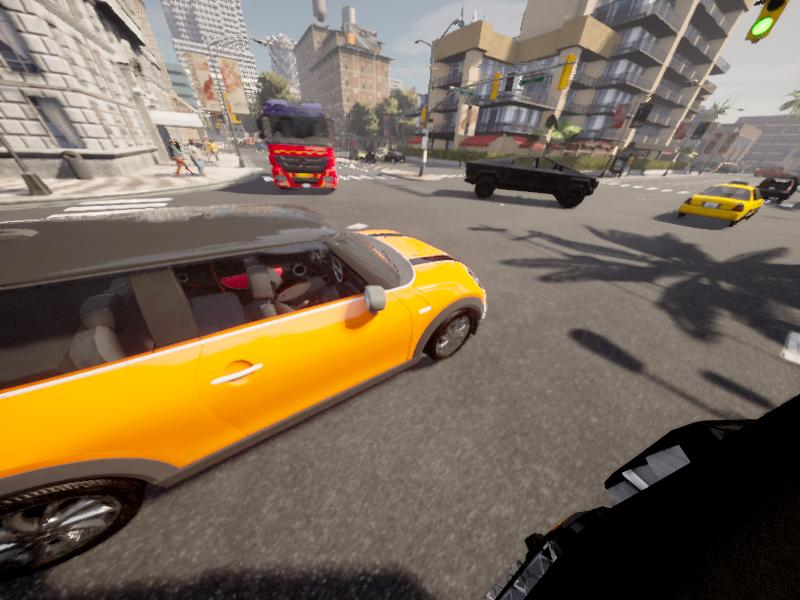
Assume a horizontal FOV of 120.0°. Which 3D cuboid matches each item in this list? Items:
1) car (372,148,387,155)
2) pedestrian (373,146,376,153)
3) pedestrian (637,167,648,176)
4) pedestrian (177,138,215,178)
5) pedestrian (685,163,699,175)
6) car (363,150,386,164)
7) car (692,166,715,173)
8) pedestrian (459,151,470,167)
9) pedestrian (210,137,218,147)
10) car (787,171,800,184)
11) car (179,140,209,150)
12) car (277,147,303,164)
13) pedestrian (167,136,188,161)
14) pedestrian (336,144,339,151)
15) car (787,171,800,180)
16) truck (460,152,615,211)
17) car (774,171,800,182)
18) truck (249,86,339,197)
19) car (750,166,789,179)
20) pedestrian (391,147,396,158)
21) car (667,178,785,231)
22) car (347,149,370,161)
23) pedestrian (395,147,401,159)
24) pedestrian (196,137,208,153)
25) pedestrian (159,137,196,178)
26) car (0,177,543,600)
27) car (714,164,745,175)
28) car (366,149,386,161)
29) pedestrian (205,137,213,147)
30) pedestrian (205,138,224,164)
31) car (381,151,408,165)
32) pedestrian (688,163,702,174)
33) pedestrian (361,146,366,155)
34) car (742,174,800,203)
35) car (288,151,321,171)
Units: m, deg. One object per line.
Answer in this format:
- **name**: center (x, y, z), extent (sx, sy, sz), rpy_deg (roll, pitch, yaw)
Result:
- **car**: center (-5.908, -42.771, 66.469), extent (3.633, 1.501, 1.845), rpy_deg (-17, 38, -27)
- **pedestrian**: center (-8.328, -48.592, 74.423), extent (0.751, 1.860, 0.751), rpy_deg (-15, 38, -25)
- **pedestrian**: center (35.298, -18.739, 33.592), extent (0.500, 1.100, 0.500), rpy_deg (-14, 37, -24)
- **pedestrian**: center (-11.638, -8.126, 13.265), extent (0.751, 1.860, 0.751), rpy_deg (5, 34, 3)
- **pedestrian**: center (54.300, -24.421, 42.942), extent (0.751, 1.860, 0.751), rpy_deg (-16, 38, -26)
- **car**: center (-3.665, -20.525, 33.145), extent (1.789, 1.549, 3.705), rpy_deg (-16, 38, -27)
- **car**: center (79.845, -34.445, 60.843), extent (1.895, 1.301, 4.718), rpy_deg (18, 36, 22)
- **pedestrian**: center (9.133, -20.026, 32.796), extent (0.751, 1.860, 0.751), rpy_deg (-16, 38, -27)
- **pedestrian**: center (-42.752, -36.215, 53.106), extent (0.751, 1.860, 0.751), rpy_deg (-7, 35, -15)
- **car**: center (66.777, -20.002, 37.880), extent (4.611, 1.667, 2.242), rpy_deg (-25, 43, -35)
- **car**: center (-39.977, -30.233, 44.985), extent (3.806, 1.475, 1.970), rpy_deg (-16, 38, -26)
- **car**: center (-13.216, -17.291, 27.584), extent (1.837, 1.490, 4.892), rpy_deg (-16, 38, -26)
- **pedestrian**: center (-20.369, -13.839, 21.180), extent (0.751, 1.860, 0.751), rpy_deg (-17, 39, -28)
- **pedestrian**: center (-20.268, -49.414, 74.725), extent (0.751, 1.860, 0.751), rpy_deg (-14, 37, -24)
- **car**: center (81.490, -25.087, 46.651), extent (1.789, 1.549, 3.705), rpy_deg (24, 39, 28)
- **truck**: center (6.767, -6.499, 12.358), extent (6.274, 2.098, 2.390), rpy_deg (16, 36, 19)
- **car**: center (74.423, -23.623, 44.057), extent (1.994, 1.385, 4.181), rpy_deg (26, 40, 31)
- **truck**: center (-5.280, -8.851, 13.398), extent (2.891, 3.827, 8.468), rpy_deg (-5, 34, -12)
- **car**: center (80.846, -28.078, 50.678), extent (2.150, 2.045, 5.566), rpy_deg (21, 37, 25)
- **pedestrian**: center (-1.263, -29.708, 46.555), extent (0.751, 1.860, 0.751), rpy_deg (-8, 35, -16)
- **car**: center (14.663, -4.454, 10.366), extent (5.366, 1.575, 1.801), rpy_deg (-16, 38, -26)
- **car**: center (-6.835, -23.565, 37.497), extent (2.007, 1.525, 4.514), rpy_deg (-16, 38, -27)
- **pedestrian**: center (-0.352, -29.071, 45.668), extent (0.751, 1.860, 0.751), rpy_deg (-19, 39, -30)
- **pedestrian**: center (-28.134, -21.997, 32.850), extent (0.751, 1.860, 0.751), rpy_deg (-15, 38, -25)
- **pedestrian**: center (-12.344, -7.891, 12.856), extent (0.751, 1.860, 0.751), rpy_deg (28, 41, 33)
- **car**: center (-1.099, -0.117, 2.411), extent (4.553, 1.767, 2.097), rpy_deg (-18, 39, -28)
- **car**: center (81.724, -32.503, 57.405), extent (2.150, 2.045, 5.566), rpy_deg (21, 37, 25)
- **car**: center (-4.162, -24.815, 39.513), extent (1.851, 1.617, 3.988), rpy_deg (-16, 38, -27)
- **pedestrian**: center (-44.342, -36.638, 53.617), extent (0.751, 1.860, 0.751), rpy_deg (-18, 39, -28)
- **pedestrian**: center (-16.663, -13.377, 20.774), extent (0.751, 1.860, 0.751), rpy_deg (-19, 39, -29)
- **car**: center (-0.912, -21.625, 35.068), extent (1.837, 1.490, 4.892), rpy_deg (-16, 38, -27)
- **pedestrian**: center (59.826, -26.766, 46.903), extent (0.751, 1.860, 0.751), rpy_deg (-2, 34, -7)
- **pedestrian**: center (-9.398, -38.566, 59.526), extent (0.751, 1.860, 0.751), rpy_deg (-15, 37, -24)
- **car**: center (28.493, -8.500, 17.513), extent (3.988, 1.617, 1.851), rpy_deg (-16, 38, -26)
- **car**: center (-9.206, -13.350, 22.081), extent (1.994, 1.385, 4.181), rpy_deg (-15, 38, -25)
